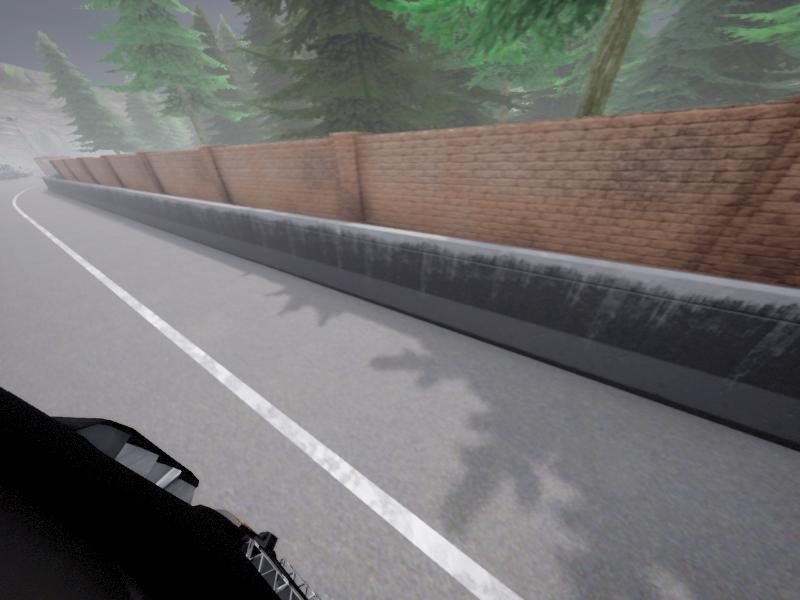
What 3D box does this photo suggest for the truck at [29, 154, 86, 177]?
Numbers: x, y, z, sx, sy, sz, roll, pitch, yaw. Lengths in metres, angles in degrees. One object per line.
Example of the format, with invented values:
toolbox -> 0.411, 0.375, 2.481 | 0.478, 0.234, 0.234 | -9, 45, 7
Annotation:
truck -> -72.113, -28.711, 49.037 | 2.891, 3.827, 8.468 | -20, 37, -24

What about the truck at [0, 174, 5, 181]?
truck -> -72.437, -21.347, 39.518 | 2.390, 2.098, 6.274 | -22, 38, -27

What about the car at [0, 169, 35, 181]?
car -> -70.307, -22.829, 42.197 | 2.128, 1.511, 4.902 | -22, 38, -27

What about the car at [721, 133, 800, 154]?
car -> 39.360, -17.156, 25.316 | 4.856, 1.649, 2.033 | -4, 36, -2

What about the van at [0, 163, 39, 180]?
van -> -78.502, -26.295, 47.120 | 2.351, 2.431, 6.366 | -20, 37, -24
